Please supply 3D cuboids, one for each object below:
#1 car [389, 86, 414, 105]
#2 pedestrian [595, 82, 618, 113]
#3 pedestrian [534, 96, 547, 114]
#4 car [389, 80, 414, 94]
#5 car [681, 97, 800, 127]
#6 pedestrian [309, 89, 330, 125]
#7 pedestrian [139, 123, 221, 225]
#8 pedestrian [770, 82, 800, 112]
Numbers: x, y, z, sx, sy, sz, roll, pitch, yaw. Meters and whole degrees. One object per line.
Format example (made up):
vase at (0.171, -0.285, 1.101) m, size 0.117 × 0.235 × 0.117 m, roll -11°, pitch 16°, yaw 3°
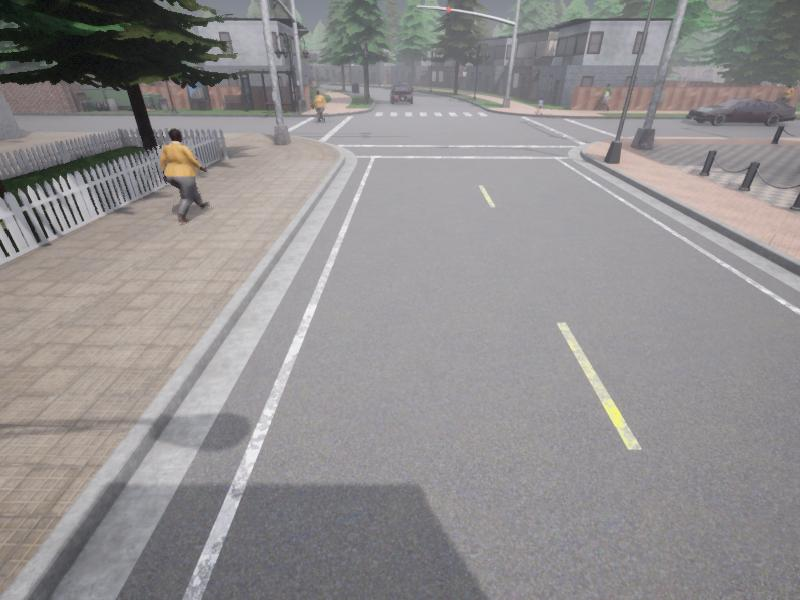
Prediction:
car at (0.084, -19.207, 37.486) m, size 1.994 × 1.385 × 4.181 m, roll -2°, pitch 30°, yaw -4°
pedestrian at (14.653, -14.391, 28.440) m, size 0.751 × 1.860 × 0.751 m, roll -8°, pitch 31°, yaw -14°
pedestrian at (9.643, -13.355, 27.416) m, size 0.500 × 1.100 × 0.500 m, roll -6°, pitch 31°, yaw -10°
car at (0.182, -27.621, 51.894) m, size 1.994 × 1.385 × 4.181 m, roll -10°, pitch 32°, yaw -16°
car at (20.207, -11.134, 23.674) m, size 5.357 × 1.411 × 2.033 m, roll 2°, pitch 30°, yaw 3°
pedestrian at (-4.755, -11.433, 23.674) m, size 0.751 × 1.860 × 0.751 m, roll 10°, pitch 32°, yaw 16°
pedestrian at (-4.483, -2.607, 8.286) m, size 0.751 × 1.860 × 0.751 m, roll 8°, pitch 31°, yaw 13°
pedestrian at (27.457, -14.408, 28.468) m, size 0.751 × 1.860 × 0.751 m, roll 2°, pitch 30°, yaw 3°
